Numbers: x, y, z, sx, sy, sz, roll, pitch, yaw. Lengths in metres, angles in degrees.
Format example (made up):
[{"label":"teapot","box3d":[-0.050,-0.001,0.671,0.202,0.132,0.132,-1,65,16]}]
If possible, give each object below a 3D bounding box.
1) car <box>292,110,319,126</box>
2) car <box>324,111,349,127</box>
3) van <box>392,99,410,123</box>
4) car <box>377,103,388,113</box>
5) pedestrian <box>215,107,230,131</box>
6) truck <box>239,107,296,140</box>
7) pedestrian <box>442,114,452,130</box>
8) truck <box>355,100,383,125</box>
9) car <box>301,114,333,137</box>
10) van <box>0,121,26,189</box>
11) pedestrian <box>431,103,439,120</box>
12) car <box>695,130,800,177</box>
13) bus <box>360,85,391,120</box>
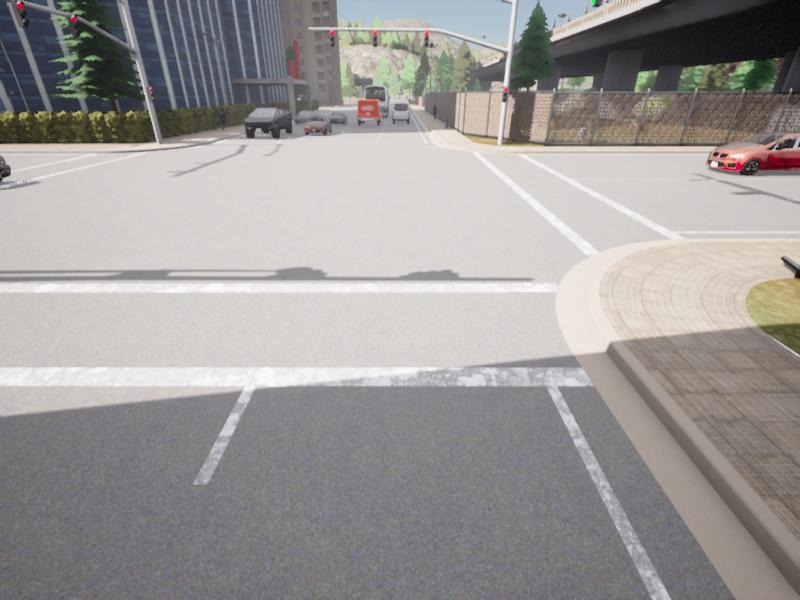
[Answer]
[{"label":"car","box3d":[-10.386,-20.219,44.390,1.812,1.442,4.674,0,27,0]},{"label":"car","box3d":[-6.888,-19.841,43.737,1.994,1.385,4.181,0,27,0]},{"label":"van","box3d":[0.128,-23.285,49.161,1.988,2.561,5.915,0,27,0]},{"label":"car","box3d":[-3.309,-36.284,75.553,1.801,1.575,5.366,0,27,0]},{"label":"pedestrian","box3d":[-15.616,-15.962,35.264,0.751,1.860,0.751,-6,28,-12]},{"label":"truck","box3d":[-10.416,-14.264,32.085,2.390,2.098,6.274,0,27,0]},{"label":"pedestrian","box3d":[4.225,-15.998,35.945,0.751,1.300,0.751,4,27,7]},{"label":"truck","box3d":[-3.393,-21.230,45.210,2.627,2.467,5.204,0,26,1]},{"label":"car","box3d":[-6.911,-14.804,33.818,1.816,1.474,4.193,0,27,0]},{"label":"van","box3d":[-17.712,-5.285,14.244,5.915,2.561,1.988,-1,27,-2]},{"label":"pedestrian","box3d":[4.350,-23.429,49.796,0.751,1.860,0.751,0,27,1]},{"label":"car","box3d":[16.180,-6.447,17.455,4.611,1.667,2.242,0,27,0]},{"label":"bus","box3d":[-3.468,-29.494,59.391,3.944,4.253,10.273,0,28,0]}]
